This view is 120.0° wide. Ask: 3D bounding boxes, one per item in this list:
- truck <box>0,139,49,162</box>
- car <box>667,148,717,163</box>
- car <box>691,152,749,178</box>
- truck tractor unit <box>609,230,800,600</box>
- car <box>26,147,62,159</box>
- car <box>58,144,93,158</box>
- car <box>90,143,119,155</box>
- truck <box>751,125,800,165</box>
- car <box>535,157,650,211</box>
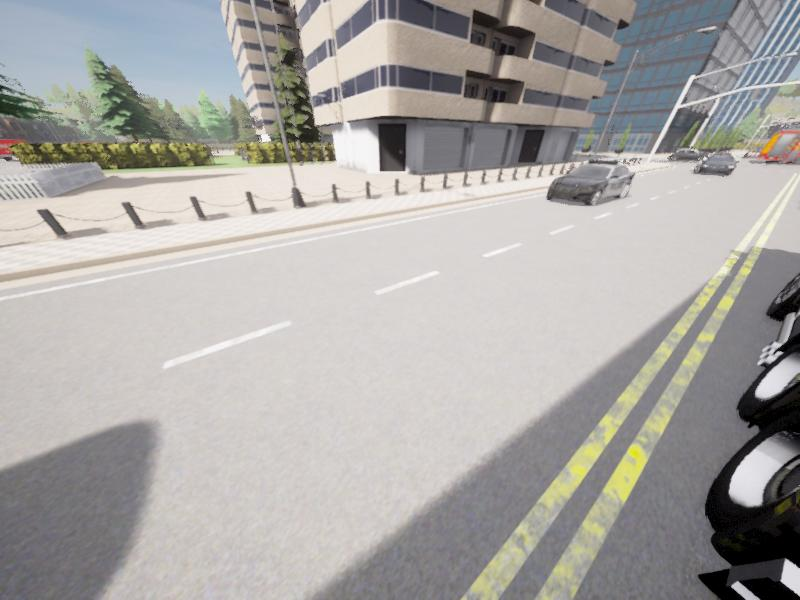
[{"bbox_3d":[-54.297,-21.366,32.921,2.627,2.467,5.204,-21,40,-27],"label":"truck"},{"bbox_3d":[38.738,-19.267,30.796,1.970,1.475,3.806,-29,44,-35],"label":"car"},{"bbox_3d":[26.311,-11.305,19.207,2.038,1.542,4.974,29,44,36],"label":"car"},{"bbox_3d":[5.046,-0.361,0.868,6.516,4.208,3.053,-21,40,-27],"label":"truck tractor unit"},{"bbox_3d":[-57.894,-24.054,37.658,1.845,1.501,3.633,-21,39,-27],"label":"car"},{"bbox_3d":[-55.162,-25.446,39.387,1.905,1.878,3.866,-21,39,-27],"label":"car"},{"bbox_3d":[-63.673,-32.797,49.928,2.150,2.045,5.566,-21,39,-27],"label":"car"},{"bbox_3d":[49.210,-18.166,27.142,8.468,3.827,2.891,3,35,4],"label":"truck"},{"bbox_3d":[8.893,-5.503,10.638,5.238,1.638,1.930,-21,40,-27],"label":"car"}]
